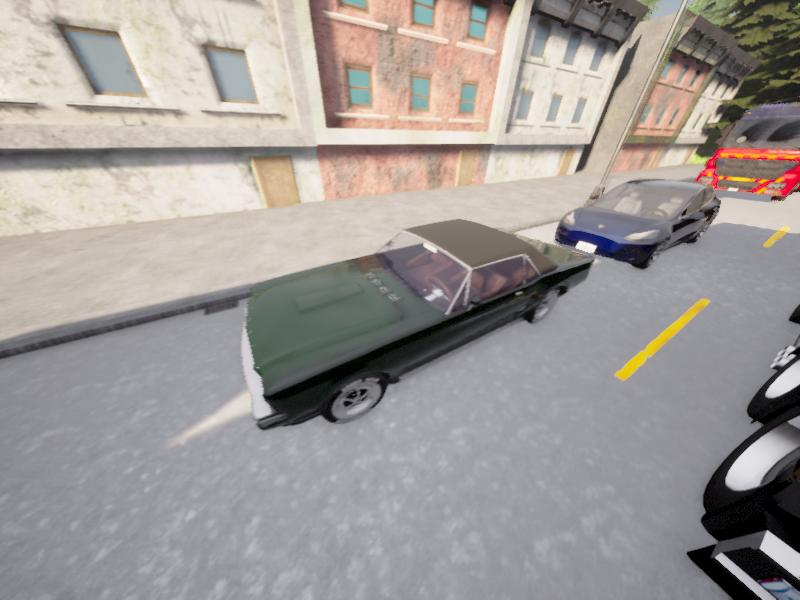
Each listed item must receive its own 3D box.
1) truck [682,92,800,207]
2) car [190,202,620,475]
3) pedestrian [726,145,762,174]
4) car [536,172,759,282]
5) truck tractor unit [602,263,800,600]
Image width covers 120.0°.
[{"bbox_3d":[18.901,-7.408,11.414,8.468,3.827,2.891,-18,39,-24],"label":"truck"},{"bbox_3d":[0.480,-0.230,3.200,4.718,1.301,1.895,-18,39,-25],"label":"car"},{"bbox_3d":[27.249,-11.147,18.338,0.751,1.860,0.751,-28,44,-34],"label":"pedestrian"},{"bbox_3d":[6.209,-2.184,5.882,4.792,1.488,2.163,-18,39,-24],"label":"car"},{"bbox_3d":[5.116,-0.292,0.797,6.516,4.208,3.053,-18,39,-24],"label":"truck tractor unit"}]
